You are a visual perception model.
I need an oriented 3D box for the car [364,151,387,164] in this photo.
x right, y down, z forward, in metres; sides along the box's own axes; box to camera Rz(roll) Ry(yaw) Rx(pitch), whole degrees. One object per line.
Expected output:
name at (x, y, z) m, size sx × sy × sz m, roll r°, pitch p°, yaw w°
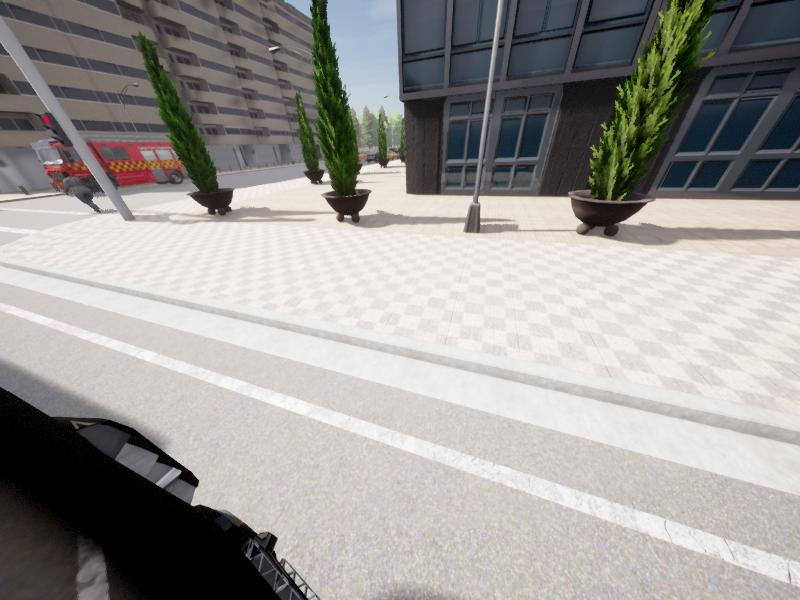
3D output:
car at (-4.032, -24.213, 39.158) m, size 2.007 × 1.525 × 4.514 m, roll 9°, pitch 35°, yaw 17°

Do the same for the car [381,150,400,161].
car at (-1.709, -28.041, 44.682) m, size 1.801 × 1.575 × 5.366 m, roll 9°, pitch 35°, yaw 17°

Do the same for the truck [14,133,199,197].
truck at (-23.214, -11.556, 19.532) m, size 2.891 × 3.827 × 8.468 m, roll 9°, pitch 35°, yaw 17°

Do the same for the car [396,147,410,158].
car at (0.758, -32.211, 50.479) m, size 1.905 × 1.878 × 3.866 m, roll 9°, pitch 35°, yaw 17°

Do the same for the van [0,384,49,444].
van at (-6.109, 0.531, 1.814) m, size 4.442 × 1.987 × 1.775 m, roll 9°, pitch 35°, yaw 17°

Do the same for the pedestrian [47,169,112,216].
pedestrian at (-14.773, -4.971, 10.719) m, size 0.751 × 1.860 × 0.751 m, roll 4°, pitch 34°, yaw 10°
